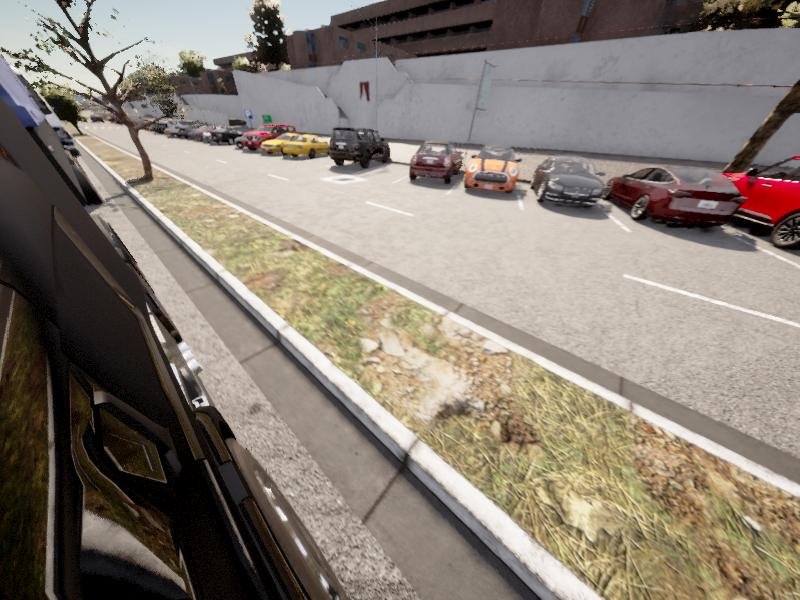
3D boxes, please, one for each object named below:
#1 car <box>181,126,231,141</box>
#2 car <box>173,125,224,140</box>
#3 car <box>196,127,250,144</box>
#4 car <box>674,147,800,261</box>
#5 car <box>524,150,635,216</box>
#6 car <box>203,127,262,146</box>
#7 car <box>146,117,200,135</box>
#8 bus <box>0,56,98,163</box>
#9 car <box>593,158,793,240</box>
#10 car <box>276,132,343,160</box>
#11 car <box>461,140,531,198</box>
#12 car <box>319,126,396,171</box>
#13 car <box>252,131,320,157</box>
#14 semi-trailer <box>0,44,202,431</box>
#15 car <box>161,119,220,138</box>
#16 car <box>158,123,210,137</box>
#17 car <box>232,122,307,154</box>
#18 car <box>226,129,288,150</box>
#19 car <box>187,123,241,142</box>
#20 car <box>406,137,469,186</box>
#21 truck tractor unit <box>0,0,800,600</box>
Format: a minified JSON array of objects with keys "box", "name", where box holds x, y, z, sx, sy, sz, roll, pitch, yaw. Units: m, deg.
[{"box":[-25.410,-21.991,30.513,2.002,1.452,4.674,14,38,14],"name":"car"},{"box":[-27.708,-23.242,32.031,2.163,1.488,4.792,14,38,15],"name":"car"},{"box":[-20.820,-19.566,27.505,2.002,1.452,4.674,14,38,15],"name":"car"},{"box":[11.335,-2.782,6.327,2.435,2.045,5.566,14,38,15],"name":"car"},{"box":[6.733,-5.018,9.448,2.231,1.521,4.892,14,38,14],"name":"car"},{"box":[-18.529,-18.384,25.968,2.097,1.535,5.008,14,37,15],"name":"car"},{"box":[-36.891,-28.350,37.792,2.435,2.045,5.566,15,38,14],"name":"car"},{"box":[-23.582,-11.497,14.175,10.273,4.253,3.944,27,43,30],"name":"bus"},{"box":[9.026,-3.785,7.989,2.163,1.488,4.792,14,38,15],"name":"car"},{"box":[-6.985,-12.440,18.580,1.946,1.575,5.366,14,37,15],"name":"car"},{"box":[4.452,-6.359,10.888,2.185,1.767,4.553,14,38,14],"name":"car"},{"box":[-2.441,-10.125,15.309,2.435,2.045,5.566,14,38,15],"name":"car"},{"box":[-9.401,-13.450,19.797,1.946,1.575,5.366,14,38,15],"name":"car"},{"box":[-8.701,-3.593,4.239,14.254,4.402,2.717,28,44,30],"name":"semi-trailer"},{"box":[-29.990,-24.689,33.361,2.435,2.045,5.566,14,38,15],"name":"car"},{"box":[-32.367,-25.602,34.840,1.946,1.575,5.366,14,38,14],"name":"car"},{"box":[-11.629,-14.946,21.278,2.435,2.045,5.566,14,38,15],"name":"car"},{"box":[-13.939,-15.930,22.950,2.163,1.488,4.792,14,38,15],"name":"car"},{"box":[-23.099,-20.928,28.934,2.185,1.767,4.553,14,38,15],"name":"car"},{"box":[2.128,-7.550,12.338,2.185,1.767,4.553,14,38,15],"name":"car"},{"box":[-2.645,-0.295,0.351,6.516,4.208,3.053,28,44,30],"name":"truck tractor unit"}]
